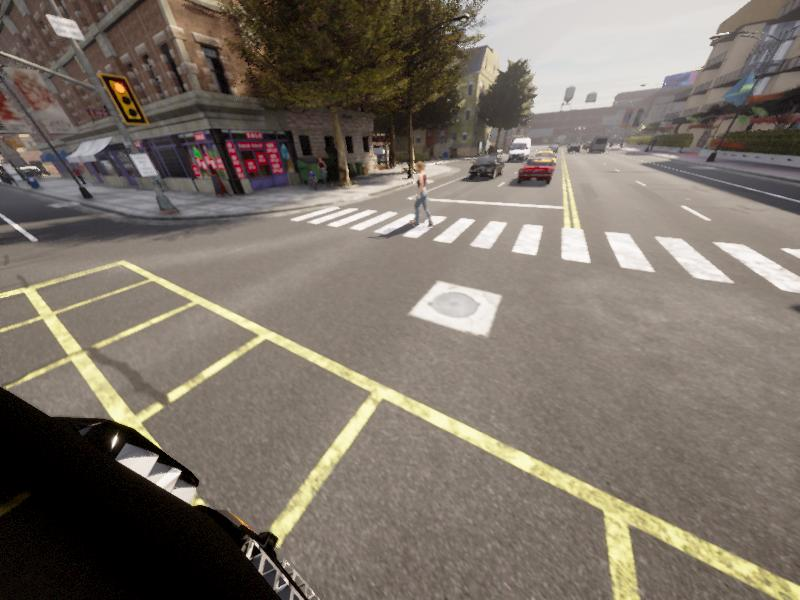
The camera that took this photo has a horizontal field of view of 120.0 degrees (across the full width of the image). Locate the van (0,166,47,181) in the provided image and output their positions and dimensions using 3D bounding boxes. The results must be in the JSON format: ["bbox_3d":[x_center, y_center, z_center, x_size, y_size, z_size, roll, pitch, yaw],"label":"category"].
[{"bbox_3d":[-74.238,-25.046,45.636,2.069,2.038,4.480,22,40,32],"label":"van"}]

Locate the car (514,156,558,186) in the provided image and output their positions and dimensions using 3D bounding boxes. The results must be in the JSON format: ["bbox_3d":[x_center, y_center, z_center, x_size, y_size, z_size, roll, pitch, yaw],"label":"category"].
[{"bbox_3d":[8.886,-8.446,14.954,1.895,1.301,4.718,16,38,26],"label":"car"}]

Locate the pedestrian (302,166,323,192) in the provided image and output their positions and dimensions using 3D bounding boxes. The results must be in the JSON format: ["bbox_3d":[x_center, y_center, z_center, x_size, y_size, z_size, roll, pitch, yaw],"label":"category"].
[{"bbox_3d":[-5.279,-7.335,14.000,0.751,1.300,0.751,-3,33,0],"label":"pedestrian"}]

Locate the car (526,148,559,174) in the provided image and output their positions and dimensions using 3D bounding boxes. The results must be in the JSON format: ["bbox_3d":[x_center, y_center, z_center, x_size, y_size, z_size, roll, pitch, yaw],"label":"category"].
[{"bbox_3d":[12.291,-11.981,19.803,1.801,1.575,5.366,16,38,26],"label":"car"}]

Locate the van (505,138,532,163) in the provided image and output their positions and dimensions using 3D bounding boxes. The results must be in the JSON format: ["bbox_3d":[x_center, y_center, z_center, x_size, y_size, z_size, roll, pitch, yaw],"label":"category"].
[{"bbox_3d":[15.725,-19.732,30.427,1.988,2.561,5.915,16,38,26],"label":"van"}]

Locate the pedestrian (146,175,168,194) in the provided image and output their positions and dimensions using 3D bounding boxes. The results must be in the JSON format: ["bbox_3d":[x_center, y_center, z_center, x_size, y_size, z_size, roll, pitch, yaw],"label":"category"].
[{"bbox_3d":[-17.016,-8.089,16.197,0.500,1.100,0.500,14,37,24],"label":"pedestrian"}]

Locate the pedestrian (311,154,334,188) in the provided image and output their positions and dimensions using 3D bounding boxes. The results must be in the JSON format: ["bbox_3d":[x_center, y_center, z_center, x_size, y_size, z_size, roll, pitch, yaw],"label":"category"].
[{"bbox_3d":[-4.993,-8.293,14.922,0.751,1.860,0.751,10,35,18],"label":"pedestrian"}]

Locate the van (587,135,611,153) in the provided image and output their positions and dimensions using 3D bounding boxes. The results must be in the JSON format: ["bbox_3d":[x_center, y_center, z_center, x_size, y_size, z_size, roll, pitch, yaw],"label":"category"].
[{"bbox_3d":[35.847,-28.196,41.763,1.988,2.561,5.915,16,37,26],"label":"van"}]

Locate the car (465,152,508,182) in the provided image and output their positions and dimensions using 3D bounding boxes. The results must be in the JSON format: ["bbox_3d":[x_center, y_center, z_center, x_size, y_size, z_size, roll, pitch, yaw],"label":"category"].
[{"bbox_3d":[6.618,-10.157,17.532,1.837,1.490,4.892,16,38,26],"label":"car"}]

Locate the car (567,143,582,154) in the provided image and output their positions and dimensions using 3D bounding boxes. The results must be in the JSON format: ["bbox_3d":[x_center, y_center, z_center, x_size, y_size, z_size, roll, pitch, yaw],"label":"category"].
[{"bbox_3d":[33.095,-28.876,43.952,1.837,1.490,4.892,16,38,26],"label":"car"}]

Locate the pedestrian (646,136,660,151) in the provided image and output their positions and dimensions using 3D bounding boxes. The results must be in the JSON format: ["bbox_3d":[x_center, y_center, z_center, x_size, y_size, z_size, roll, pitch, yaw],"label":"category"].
[{"bbox_3d":[37.988,-23.422,34.662,0.751,1.860,0.751,25,42,35],"label":"pedestrian"}]

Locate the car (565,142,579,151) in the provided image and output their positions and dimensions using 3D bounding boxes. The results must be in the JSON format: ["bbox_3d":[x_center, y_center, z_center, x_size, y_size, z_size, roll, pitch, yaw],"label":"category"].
[{"bbox_3d":[38.661,-34.492,51.963,2.038,1.542,4.974,16,38,26],"label":"car"}]

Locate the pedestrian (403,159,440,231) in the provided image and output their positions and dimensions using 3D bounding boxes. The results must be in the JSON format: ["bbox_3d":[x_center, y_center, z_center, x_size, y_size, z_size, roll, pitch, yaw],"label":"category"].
[{"bbox_3d":[0.654,-3.201,7.057,0.751,1.860,0.751,23,41,33],"label":"pedestrian"}]

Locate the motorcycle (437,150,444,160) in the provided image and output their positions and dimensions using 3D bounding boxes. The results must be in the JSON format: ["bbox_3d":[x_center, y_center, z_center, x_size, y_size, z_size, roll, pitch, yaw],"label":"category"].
[{"bbox_3d":[7.288,-26.343,41.985,0.764,1.277,2.356,-10,33,7],"label":"motorcycle"}]

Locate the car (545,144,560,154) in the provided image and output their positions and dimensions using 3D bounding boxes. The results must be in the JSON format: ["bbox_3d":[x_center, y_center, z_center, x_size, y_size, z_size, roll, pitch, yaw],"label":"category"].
[{"bbox_3d":[30.527,-30.207,46.143,2.128,1.511,4.902,16,38,26],"label":"car"}]

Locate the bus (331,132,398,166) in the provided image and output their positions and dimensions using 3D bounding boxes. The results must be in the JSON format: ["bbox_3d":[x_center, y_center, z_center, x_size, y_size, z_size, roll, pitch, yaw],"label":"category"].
[{"bbox_3d":[-5.856,-25.043,38.530,10.273,4.253,3.944,16,38,26],"label":"bus"}]

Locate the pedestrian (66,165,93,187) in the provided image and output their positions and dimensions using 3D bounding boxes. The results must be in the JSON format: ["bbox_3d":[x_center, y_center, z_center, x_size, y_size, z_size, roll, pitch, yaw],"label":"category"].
[{"bbox_3d":[-32.886,-12.712,23.697,0.751,1.860,0.751,16,38,26],"label":"pedestrian"}]

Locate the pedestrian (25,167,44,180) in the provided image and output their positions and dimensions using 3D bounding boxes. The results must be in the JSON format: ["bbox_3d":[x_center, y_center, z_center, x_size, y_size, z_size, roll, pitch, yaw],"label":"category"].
[{"bbox_3d":[-59.795,-20.687,37.790,0.751,1.860,0.751,14,37,23],"label":"pedestrian"}]
